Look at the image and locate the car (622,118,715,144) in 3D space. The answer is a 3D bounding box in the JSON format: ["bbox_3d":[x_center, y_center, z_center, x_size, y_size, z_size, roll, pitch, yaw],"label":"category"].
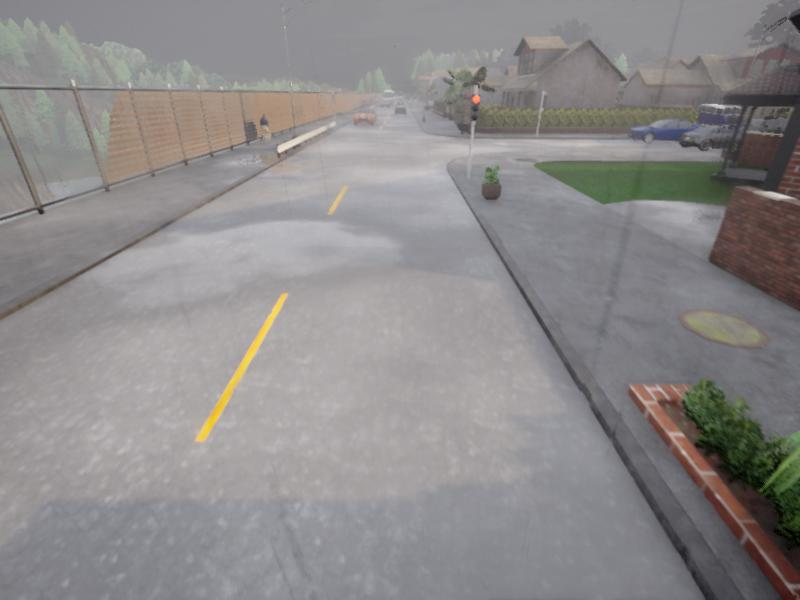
[{"bbox_3d":[19.069,-12.088,28.604,5.008,1.535,1.882,1,27,1],"label":"car"}]

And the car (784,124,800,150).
[{"bbox_3d":[27.917,-10.170,25.092,5.357,1.411,2.033,0,27,0],"label":"car"}]

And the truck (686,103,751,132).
[{"bbox_3d":[29.303,-16.976,37.034,2.069,2.038,4.478,0,30,0],"label":"truck"}]

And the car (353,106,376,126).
[{"bbox_3d":[-3.912,-20.466,44.460,2.097,1.767,4.553,0,27,0],"label":"car"}]

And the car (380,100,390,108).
[{"bbox_3d":[-3.844,-50.478,103.047,2.152,1.651,5.027,1,27,1],"label":"car"}]

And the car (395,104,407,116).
[{"bbox_3d":[0.084,-31.159,65.576,1.882,1.535,5.008,0,27,0],"label":"car"}]

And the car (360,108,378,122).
[{"bbox_3d":[-3.941,-23.630,51.083,1.994,1.385,4.181,0,27,0],"label":"car"}]

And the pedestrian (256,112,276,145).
[{"bbox_3d":[-8.544,-10.948,25.553,0.751,1.860,0.751,1,27,1],"label":"pedestrian"}]

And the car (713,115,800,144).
[{"bbox_3d":[25.691,-12.205,28.596,4.553,1.767,2.097,0,27,0],"label":"car"}]

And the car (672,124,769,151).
[{"bbox_3d":[20.003,-10.206,25.132,4.181,1.385,1.994,-1,27,-2],"label":"car"}]
